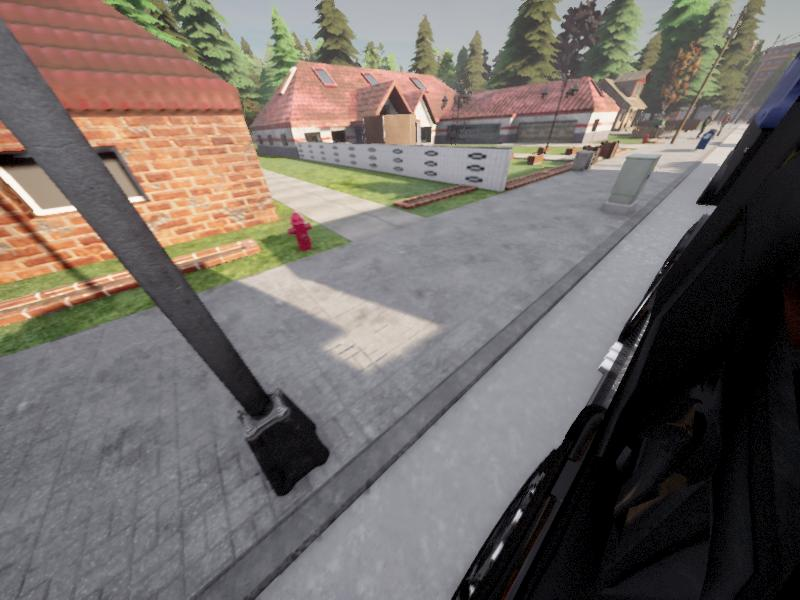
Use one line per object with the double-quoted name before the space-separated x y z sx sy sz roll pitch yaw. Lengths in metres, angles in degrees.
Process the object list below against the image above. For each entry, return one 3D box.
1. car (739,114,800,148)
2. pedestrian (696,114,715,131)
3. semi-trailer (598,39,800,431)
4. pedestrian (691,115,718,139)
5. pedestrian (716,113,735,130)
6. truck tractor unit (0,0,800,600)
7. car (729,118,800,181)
"car" 27.479 -12.561 17.127 3.866 1.878 1.905 -28 43 -30
"pedestrian" 44.166 -25.658 33.395 0.751 1.860 0.751 -25 42 -26
"semi-trailer" 8.692 -3.607 4.236 14.254 4.402 2.717 -28 44 -30
"pedestrian" 30.403 -17.296 23.088 0.751 1.860 0.751 22 43 29
"pedestrian" 45.510 -24.929 32.333 0.751 1.860 0.751 -29 44 -30
"truck tractor unit" 2.645 -0.295 0.351 6.516 4.208 3.053 -28 44 -30
"car" 16.146 -6.400 9.624 4.605 1.855 1.932 -26 43 -29
